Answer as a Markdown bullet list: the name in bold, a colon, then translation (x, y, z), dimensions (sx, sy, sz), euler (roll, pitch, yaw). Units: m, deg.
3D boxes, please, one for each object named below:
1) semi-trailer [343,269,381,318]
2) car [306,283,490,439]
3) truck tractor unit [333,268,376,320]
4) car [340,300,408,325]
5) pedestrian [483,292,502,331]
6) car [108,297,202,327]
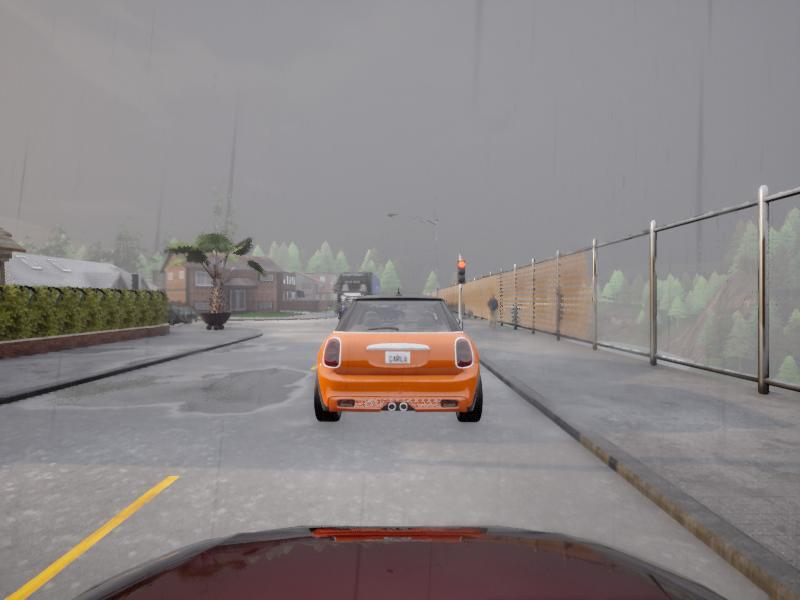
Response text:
- **semi-trailer**: translation (-3.796, -0.620, 43.324), dimensions (2.717, 4.402, 14.254), euler (0, 0, 0)
- **car**: translation (-0.001, 0.694, 6.836), dimensions (2.097, 1.767, 4.553), euler (0, 0, 1)
- **truck tractor unit**: translation (-3.830, -0.498, 35.404), dimensions (3.053, 4.208, 6.516), euler (0, 0, 0)
- **car**: translation (-1.768, 0.823, 28.795), dimensions (1.882, 1.535, 5.008), euler (1, 1, 42)
- **pedestrian**: translation (4.511, 0.533, 19.488), dimensions (0.751, 1.860, 0.751), euler (0, 0, 1)
- **car**: translation (-15.058, 0.694, 24.752), dimensions (4.553, 1.767, 2.097), euler (0, 0, 0)
